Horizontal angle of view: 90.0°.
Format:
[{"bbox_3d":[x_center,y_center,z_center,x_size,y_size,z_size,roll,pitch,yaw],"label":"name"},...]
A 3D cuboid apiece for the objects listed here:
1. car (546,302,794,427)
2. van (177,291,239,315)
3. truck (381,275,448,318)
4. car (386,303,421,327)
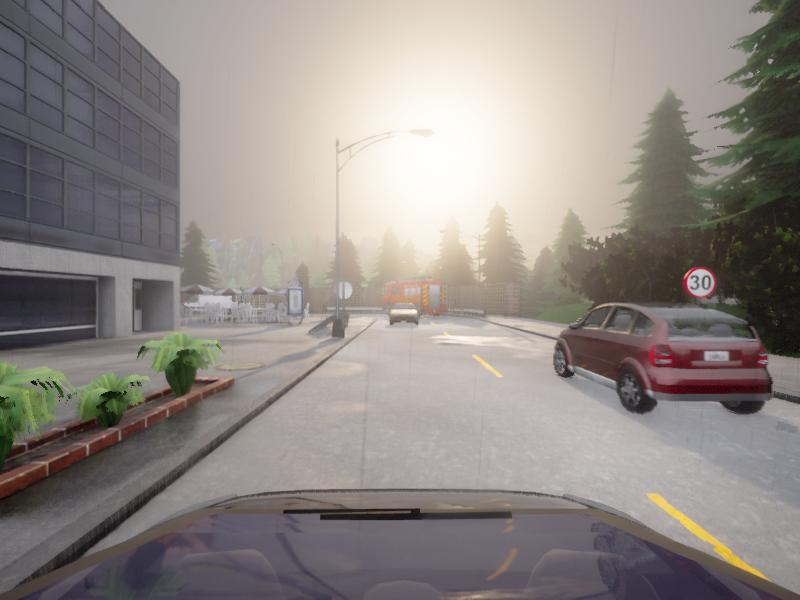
[{"bbox_3d":[4.062,0.814,6.883,1.789,1.549,3.705,0,0,0],"label":"car"},{"bbox_3d":[-21.438,0.323,44.814,5.915,2.561,1.988,0,0,0],"label":"van"},{"bbox_3d":[1.236,-0.318,40.341,2.891,3.827,8.468,0,0,-28],"label":"truck"},{"bbox_3d":[0.293,0.895,26.214,2.033,1.411,5.357,0,0,2],"label":"car"}]
